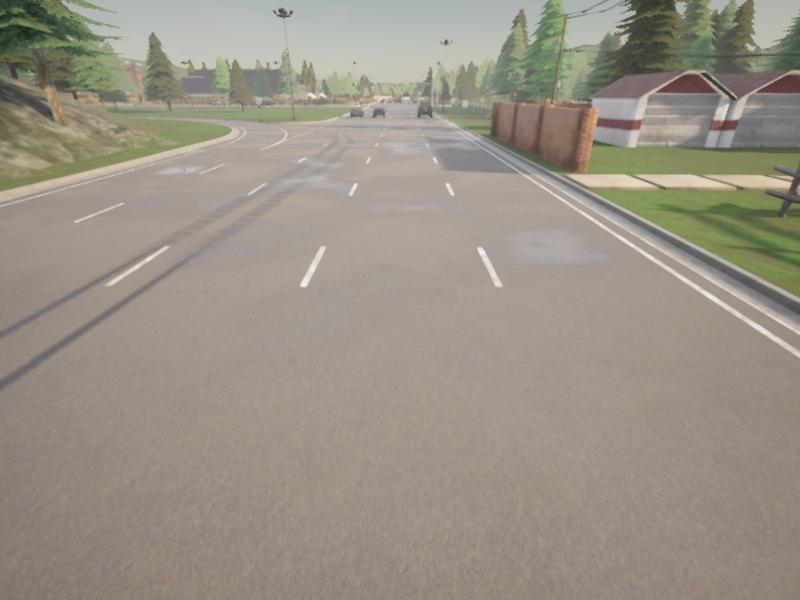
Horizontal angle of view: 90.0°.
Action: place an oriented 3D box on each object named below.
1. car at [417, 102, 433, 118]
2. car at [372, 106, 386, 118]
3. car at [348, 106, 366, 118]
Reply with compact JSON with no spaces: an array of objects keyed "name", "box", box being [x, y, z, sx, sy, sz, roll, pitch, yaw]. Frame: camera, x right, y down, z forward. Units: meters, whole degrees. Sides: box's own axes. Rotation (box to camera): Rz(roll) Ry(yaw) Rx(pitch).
[{"name":"car","box":[3.830,-29.368,61.861,2.150,2.045,5.566,0,27,0]},{"name":"car","box":[-3.170,-29.118,61.941,1.837,1.490,4.892,0,27,0]},{"name":"car","box":[-6.668,-29.289,62.333,2.128,1.511,4.902,0,27,0]}]
